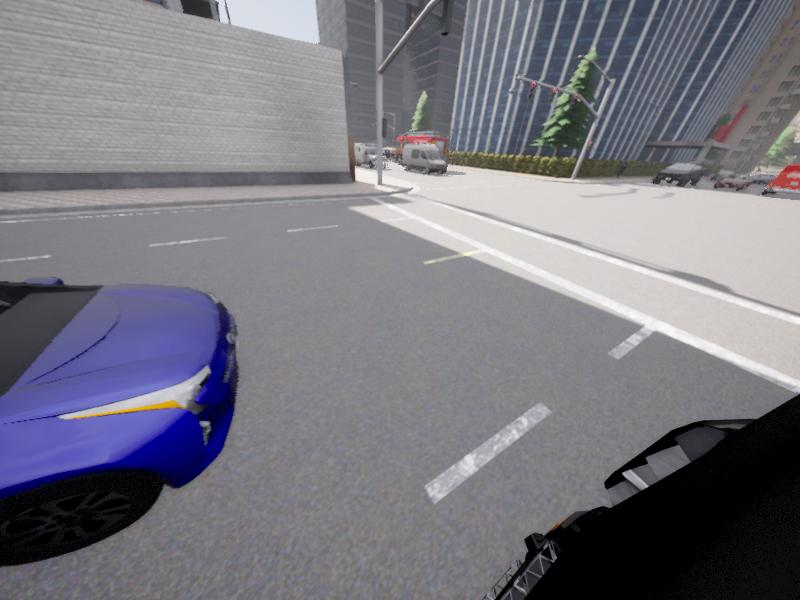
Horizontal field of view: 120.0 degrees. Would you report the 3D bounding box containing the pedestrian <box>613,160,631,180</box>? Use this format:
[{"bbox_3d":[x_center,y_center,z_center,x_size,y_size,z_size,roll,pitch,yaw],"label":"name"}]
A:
[{"bbox_3d":[25.738,-15.087,26.790,0.751,1.860,0.751,21,37,25],"label":"pedestrian"}]

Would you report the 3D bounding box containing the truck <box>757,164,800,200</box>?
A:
[{"bbox_3d":[35.082,-10.429,20.301,5.204,2.467,2.627,-16,38,-26],"label":"truck"}]

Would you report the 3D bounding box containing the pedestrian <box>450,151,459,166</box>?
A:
[{"bbox_3d":[8.515,-22.160,36.164,0.751,1.860,0.751,-13,37,-23],"label":"pedestrian"}]

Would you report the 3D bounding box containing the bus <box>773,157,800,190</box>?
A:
[{"bbox_3d":[52.046,-16.007,28.451,10.273,4.253,3.944,-15,38,-26],"label":"bus"}]

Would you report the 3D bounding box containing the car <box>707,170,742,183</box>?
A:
[{"bbox_3d":[46.484,-17.678,33.068,4.674,1.442,1.812,-16,38,-26],"label":"car"}]

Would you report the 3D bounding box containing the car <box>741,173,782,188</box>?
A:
[{"bbox_3d":[46.726,-15.483,29.847,4.181,1.385,1.994,-16,38,-26],"label":"car"}]

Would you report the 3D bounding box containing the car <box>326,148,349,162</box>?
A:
[{"bbox_3d":[-9.663,-22.382,35.563,2.033,1.649,4.856,-16,38,-26],"label":"car"}]

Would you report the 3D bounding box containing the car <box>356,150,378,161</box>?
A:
[{"bbox_3d":[-6.029,-26.402,42.128,2.033,1.411,5.357,-16,38,-26],"label":"car"}]

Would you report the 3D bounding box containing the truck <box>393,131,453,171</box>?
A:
[{"bbox_3d":[2.486,-19.000,29.451,2.891,3.827,8.468,-16,38,-26],"label":"truck"}]

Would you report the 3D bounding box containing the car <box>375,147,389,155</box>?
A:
[{"bbox_3d":[-5.313,-43.753,67.915,3.866,1.878,1.905,-16,38,-26],"label":"car"}]

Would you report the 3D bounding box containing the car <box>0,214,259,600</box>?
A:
[{"bbox_3d":[-3.521,0.789,1.111,4.514,1.525,2.007,-16,38,-26],"label":"car"}]

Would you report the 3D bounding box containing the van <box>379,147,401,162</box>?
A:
[{"bbox_3d":[-1.883,-26.427,41.913,2.069,2.038,4.480,-16,38,-26],"label":"van"}]

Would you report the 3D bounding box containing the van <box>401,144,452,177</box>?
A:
[{"bbox_3d":[2.491,-14.551,23.913,1.988,2.561,5.915,-16,38,-26],"label":"van"}]

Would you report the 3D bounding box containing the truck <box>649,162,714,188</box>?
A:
[{"bbox_3d":[29.725,-13.240,24.430,6.274,2.098,2.390,-16,38,-26],"label":"truck"}]

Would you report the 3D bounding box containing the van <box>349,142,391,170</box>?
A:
[{"bbox_3d":[-3.640,-16.739,26.814,2.351,2.431,6.366,-16,38,-26],"label":"van"}]

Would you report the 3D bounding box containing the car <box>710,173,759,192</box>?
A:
[{"bbox_3d":[33.543,-11.824,23.169,4.193,1.474,1.816,-16,38,-26],"label":"car"}]
